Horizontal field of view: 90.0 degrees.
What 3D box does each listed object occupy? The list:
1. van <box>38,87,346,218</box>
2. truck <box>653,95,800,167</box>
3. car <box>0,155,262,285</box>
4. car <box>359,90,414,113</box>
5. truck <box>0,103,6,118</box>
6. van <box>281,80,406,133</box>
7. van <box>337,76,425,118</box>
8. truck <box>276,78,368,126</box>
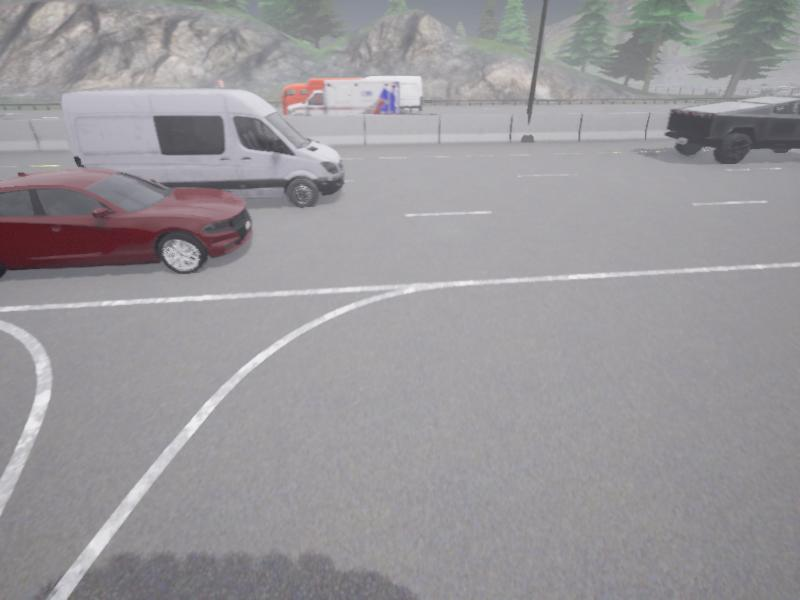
[{"bbox_3d":[-4.386,-3.683,9.755,5.915,2.561,1.988,-4,30,-6],"label":"van"},{"bbox_3d":[13.396,-6.322,14.774,6.274,2.098,2.390,-4,30,-6],"label":"truck"},{"bbox_3d":[-5.243,-1.439,6.864,5.008,1.535,1.882,-4,30,-6],"label":"car"},{"bbox_3d":[-1.097,-15.745,31.742,4.193,1.474,1.816,-3,30,-6],"label":"car"},{"bbox_3d":[-30.777,-13.439,26.758,5.204,2.467,2.627,-8,31,-15],"label":"truck"},{"bbox_3d":[-2.992,-10.764,22.148,6.366,2.431,2.351,-3,30,-6],"label":"van"},{"bbox_3d":[-1.363,-14.431,28.398,5.915,2.561,1.988,-3,30,-6],"label":"van"},{"bbox_3d":[-4.707,-12.443,25.009,5.204,2.467,2.627,-4,30,-6],"label":"truck"}]
